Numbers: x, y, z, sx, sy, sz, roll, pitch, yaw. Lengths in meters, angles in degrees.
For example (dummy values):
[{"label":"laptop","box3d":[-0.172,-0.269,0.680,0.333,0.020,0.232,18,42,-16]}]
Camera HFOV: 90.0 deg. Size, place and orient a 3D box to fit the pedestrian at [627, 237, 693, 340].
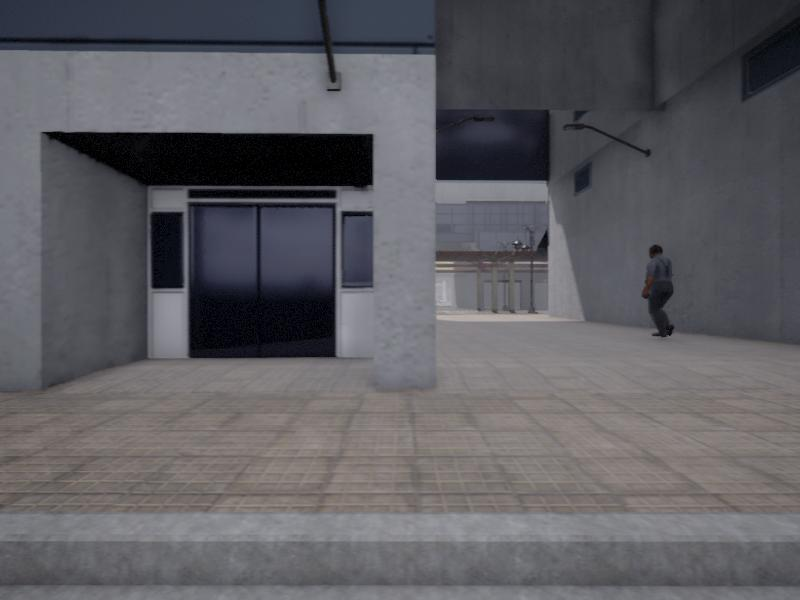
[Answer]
[{"label":"pedestrian","box3d":[4.959,-0.213,7.676,0.751,1.860,0.751,0,0,-14]}]
